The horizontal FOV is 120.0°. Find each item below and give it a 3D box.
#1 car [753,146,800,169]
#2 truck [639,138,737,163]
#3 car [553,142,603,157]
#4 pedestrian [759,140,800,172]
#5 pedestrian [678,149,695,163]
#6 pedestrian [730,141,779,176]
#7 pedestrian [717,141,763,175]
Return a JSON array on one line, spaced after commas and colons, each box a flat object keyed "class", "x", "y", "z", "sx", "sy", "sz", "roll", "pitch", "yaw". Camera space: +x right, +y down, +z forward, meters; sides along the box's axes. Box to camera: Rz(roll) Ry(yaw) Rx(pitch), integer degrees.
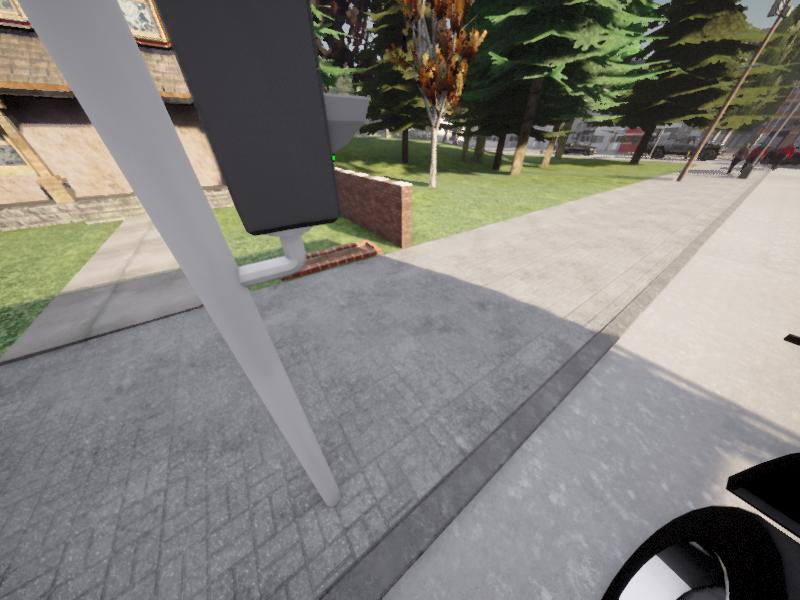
[{"class": "car", "x": 34.315, "y": -12.229, "z": 19.778, "sx": 1.816, "sy": 1.474, "sz": 4.193, "roll": 4, "pitch": 35, "yaw": 6}, {"class": "truck", "x": 31.666, "y": -16.825, "z": 25.779, "sx": 2.390, "sy": 2.098, "sz": 6.274, "roll": -22, "pitch": 41, "yaw": -28}, {"class": "car", "x": 25.397, "y": -21.755, "z": 33.237, "sx": 2.152, "sy": 1.651, "sz": 5.027, "roll": -22, "pitch": 41, "yaw": -28}, {"class": "pedestrian", "x": 27.214, "y": -10.238, "z": 16.441, "sx": 0.751, "sy": 1.860, "sz": 0.751, "roll": -9, "pitch": 36, "yaw": -12}, {"class": "pedestrian", "x": 27.942, "y": -14.065, "z": 22.531, "sx": 0.500, "sy": 1.100, "sz": 0.500, "roll": -17, "pitch": 38, "yaw": -22}, {"class": "pedestrian", "x": 22.670, "y": -9.062, "z": 14.801, "sx": 0.751, "sy": 1.860, "sz": 0.751, "roll": -13, "pitch": 37, "yaw": -17}, {"class": "pedestrian", "x": 22.086, "y": -9.243, "z": 15.062, "sx": 0.751, "sy": 1.860, "sz": 0.751, "roll": -15, "pitch": 38, "yaw": -19}]
